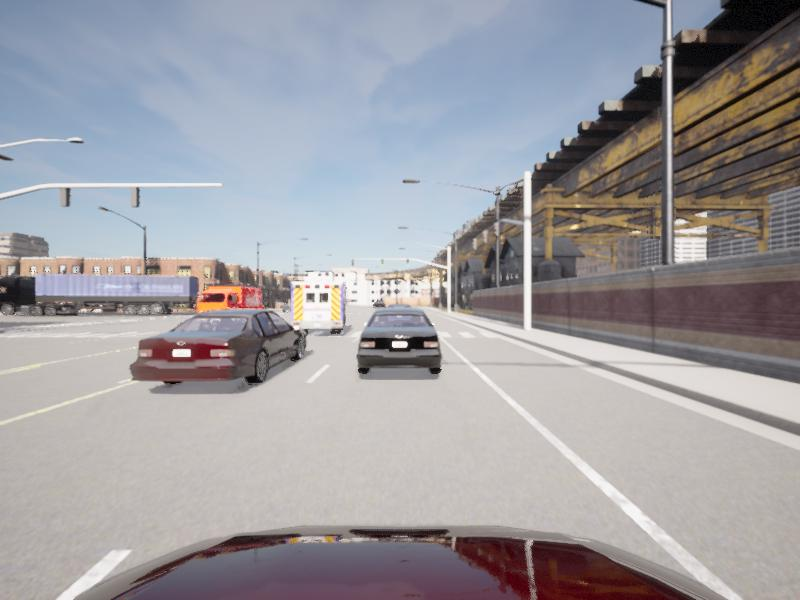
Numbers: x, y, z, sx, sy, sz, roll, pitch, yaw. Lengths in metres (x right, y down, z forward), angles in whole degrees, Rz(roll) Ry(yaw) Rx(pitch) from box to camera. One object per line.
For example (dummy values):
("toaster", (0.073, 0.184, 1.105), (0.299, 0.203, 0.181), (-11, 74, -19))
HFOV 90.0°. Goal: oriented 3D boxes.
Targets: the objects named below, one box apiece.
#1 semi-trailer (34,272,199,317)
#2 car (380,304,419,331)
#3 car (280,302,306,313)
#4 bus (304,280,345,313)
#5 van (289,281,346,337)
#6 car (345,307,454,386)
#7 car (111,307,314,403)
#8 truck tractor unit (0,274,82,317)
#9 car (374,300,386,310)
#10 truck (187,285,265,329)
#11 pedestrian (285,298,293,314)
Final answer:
("semi-trailer", (-28.840, -0.555, 41.377), (14.254, 4.402, 2.717), (0, 0, -9))
("car", (-0.047, 0.933, 23.540), (2.033, 1.411, 5.357), (0, 0, 0))
("car", (-14.116, 0.981, 53.221), (2.033, 1.411, 5.357), (0, 0, 0))
("bus", (-10.504, -0.442, 57.273), (3.944, 4.253, 10.273), (0, 0, 0))
("van", (-4.032, 0.411, 20.701), (2.351, 2.431, 6.366), (0, 0, -7))
("car", (-0.017, 0.911, 10.192), (2.033, 1.411, 5.357), (0, 0, 0))
("car", (-3.519, 0.910, 8.946), (2.033, 1.411, 5.357), (0, 0, 0))
("truck tractor unit", (-36.689, -0.453, 40.475), (6.516, 4.208, 3.053), (0, 0, 0))
("car", (-3.665, 0.890, 73.795), (1.930, 1.638, 5.238), (0, 0, 0))
("truck", (-10.553, 0.397, 24.843), (2.627, 2.467, 5.204), (0, 0, 0))
("pedestrian", (-12.990, 0.713, 46.815), (0.751, 1.860, 0.751), (0, 0, -20))
